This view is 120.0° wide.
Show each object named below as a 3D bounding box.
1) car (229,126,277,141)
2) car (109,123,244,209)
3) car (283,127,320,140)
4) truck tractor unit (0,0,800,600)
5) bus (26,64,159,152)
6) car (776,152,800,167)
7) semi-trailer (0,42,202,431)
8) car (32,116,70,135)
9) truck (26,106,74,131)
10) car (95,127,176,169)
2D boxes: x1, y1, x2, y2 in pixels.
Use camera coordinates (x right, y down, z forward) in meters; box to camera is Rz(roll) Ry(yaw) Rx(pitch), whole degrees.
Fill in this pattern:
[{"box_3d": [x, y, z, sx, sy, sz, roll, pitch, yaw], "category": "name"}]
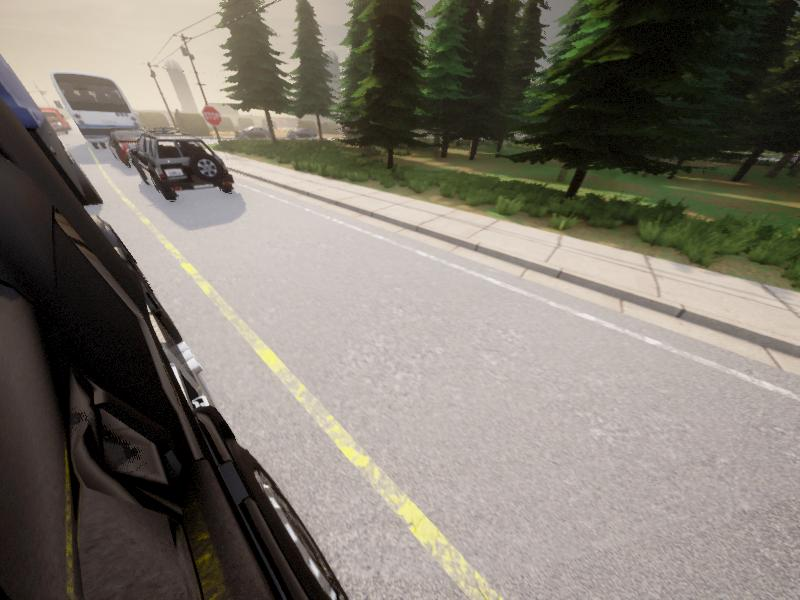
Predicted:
[{"box_3d": [-20.067, -22.937, 31.797, 2.128, 1.511, 4.902, 27, 43, 29], "category": "car"}, {"box_3d": [-7.824, -4.864, 8.084, 4.605, 1.855, 1.932, 29, 44, 29], "category": "car"}, {"box_3d": [-15.443, -26.215, 36.473, 2.128, 1.511, 4.902, 27, 43, 29], "category": "car"}, {"box_3d": [-2.645, -0.295, 0.351, 6.516, 4.208, 3.053, 28, 44, 30], "category": "truck tractor unit"}, {"box_3d": [-24.077, -14.843, 18.395, 10.273, 4.253, 3.944, 30, 44, 31], "category": "bus"}, {"box_3d": [54.707, -18.433, 30.521, 4.902, 1.511, 2.128, 29, 44, 31], "category": "car"}, {"box_3d": [-8.698, -3.609, 4.224, 14.254, 4.402, 2.717, 28, 44, 30], "category": "semi-trailer"}, {"box_3d": [-40.799, -20.525, 27.110, 3.988, 1.617, 1.851, 29, 44, 31], "category": "car"}, {"box_3d": [-47.433, -24.652, 31.477, 5.204, 2.467, 2.627, 30, 44, 31], "category": "truck"}, {"box_3d": [-14.584, -8.456, 12.733, 4.514, 1.525, 2.007, 29, 44, 31], "category": "car"}]
